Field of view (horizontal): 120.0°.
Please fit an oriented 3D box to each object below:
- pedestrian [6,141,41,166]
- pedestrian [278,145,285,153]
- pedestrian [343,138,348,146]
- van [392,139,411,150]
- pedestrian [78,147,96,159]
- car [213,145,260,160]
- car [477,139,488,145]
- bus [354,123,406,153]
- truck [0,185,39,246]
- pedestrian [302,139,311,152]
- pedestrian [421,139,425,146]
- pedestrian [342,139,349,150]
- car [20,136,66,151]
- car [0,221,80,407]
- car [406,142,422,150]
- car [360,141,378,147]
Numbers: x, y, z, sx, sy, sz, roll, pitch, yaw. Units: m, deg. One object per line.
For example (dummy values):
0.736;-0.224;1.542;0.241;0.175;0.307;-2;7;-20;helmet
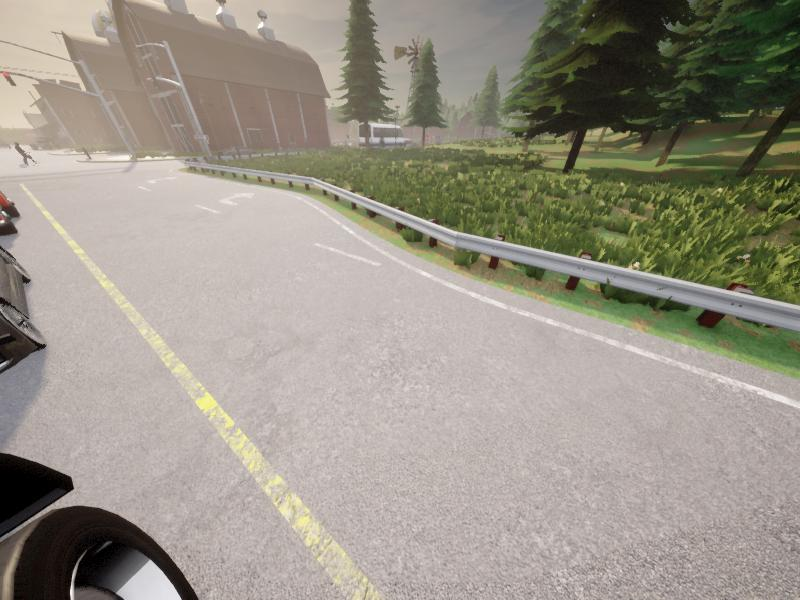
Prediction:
-33.400;-13.027;20.531;0.751;1.860;0.751;26;43;32;pedestrian
-18.601;-23.722;36.270;0.500;1.100;0.500;28;44;33;pedestrian
-15.125;-43.963;64.387;0.751;1.860;0.751;21;40;27;pedestrian
0.427;-36.084;53.461;2.069;2.038;4.480;22;41;28;van
-33.736;-15.818;24.887;0.500;1.100;0.500;1;35;1;pedestrian
-20.545;-18.655;29.132;1.994;1.385;4.181;22;41;28;car
30.953;-59.293;86.791;1.905;1.878;3.866;-5;36;-8;car
-3.312;-30.538;43.632;3.944;4.253;10.273;22;41;28;bus
-12.584;-2.885;5.778;5.204;2.467;2.627;22;40;27;truck
-16.023;-26.568;39.670;0.751;1.860;0.751;22;41;28;pedestrian
6.805;-45.828;67.192;0.751;1.860;0.751;-26;43;-32;pedestrian
-10.745;-30.884;45.839;0.751;1.860;0.751;17;39;23;pedestrian
-65.222;-28.693;42.299;3.866;1.878;1.905;-6;41;-6;car
-6.372;-0.094;2.713;4.902;1.511;2.128;22;41;28;car
3.052;-34.526;51.691;1.845;1.501;3.633;22;41;28;car
-8.924;-44.679;66.097;4.902;1.511;2.128;21;40;27;car
